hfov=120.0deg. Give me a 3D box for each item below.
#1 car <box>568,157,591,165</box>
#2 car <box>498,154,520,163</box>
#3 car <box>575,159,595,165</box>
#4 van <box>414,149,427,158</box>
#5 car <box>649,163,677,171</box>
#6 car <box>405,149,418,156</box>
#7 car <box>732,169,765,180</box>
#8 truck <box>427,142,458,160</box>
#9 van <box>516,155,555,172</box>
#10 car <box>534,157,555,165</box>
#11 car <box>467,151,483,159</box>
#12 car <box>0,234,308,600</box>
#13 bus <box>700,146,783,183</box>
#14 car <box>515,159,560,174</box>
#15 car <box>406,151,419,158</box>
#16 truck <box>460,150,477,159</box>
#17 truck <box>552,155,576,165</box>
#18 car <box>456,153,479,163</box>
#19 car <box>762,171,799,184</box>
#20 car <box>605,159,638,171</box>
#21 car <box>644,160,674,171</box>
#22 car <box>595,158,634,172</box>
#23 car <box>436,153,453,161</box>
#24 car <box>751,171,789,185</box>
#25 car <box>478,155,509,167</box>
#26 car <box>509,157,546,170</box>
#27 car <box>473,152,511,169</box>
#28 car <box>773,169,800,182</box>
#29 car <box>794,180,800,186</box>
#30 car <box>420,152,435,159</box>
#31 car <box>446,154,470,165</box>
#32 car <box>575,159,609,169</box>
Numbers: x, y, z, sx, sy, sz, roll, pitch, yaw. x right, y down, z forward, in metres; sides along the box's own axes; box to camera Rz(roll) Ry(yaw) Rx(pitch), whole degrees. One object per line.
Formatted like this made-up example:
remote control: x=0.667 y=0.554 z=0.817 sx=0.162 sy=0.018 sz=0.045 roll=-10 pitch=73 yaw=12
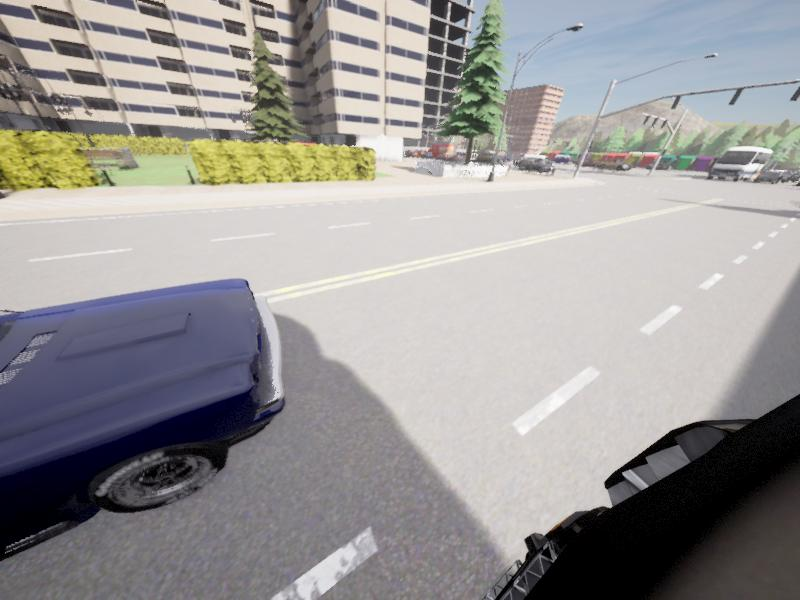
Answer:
car: x=51.286 y=-39.814 z=66.064 sx=1.932 sy=1.855 sz=4.605 roll=-16 pitch=38 yaw=-26
car: x=28.611 y=-37.273 z=60.867 sx=2.242 sy=1.667 sz=4.611 roll=-16 pitch=38 yaw=-26
car: x=53.817 y=-40.319 z=67.396 sx=1.784 sy=1.438 sz=3.905 roll=-16 pitch=38 yaw=-26
van: x=6.117 y=-43.974 z=69.251 sx=1.775 sy=1.987 sz=4.442 roll=-16 pitch=38 yaw=-26
car: x=62.540 y=-31.666 z=54.981 sx=1.970 sy=1.475 sz=3.806 roll=-16 pitch=38 yaw=-26
car: x=3.910 y=-49.563 z=77.564 sx=3.866 sy=1.878 sz=1.905 roll=-16 pitch=38 yaw=-26
car: x=59.614 y=-21.490 z=39.502 sx=5.008 sy=1.535 sz=1.882 roll=-15 pitch=37 yaw=-25
truck: x=11.175 y=-39.812 z=61.639 sx=2.891 sy=3.827 sz=8.468 roll=-16 pitch=38 yaw=-26
van: x=21.177 y=-21.507 z=36.262 sx=2.069 sy=2.038 sz=4.480 roll=-16 pitch=38 yaw=-26
car: x=36.689 y=-35.415 z=58.773 sx=1.970 sy=1.475 sz=3.806 roll=-16 pitch=38 yaw=-26
car: x=23.575 y=-45.591 z=72.793 sx=1.932 sy=1.855 sz=4.605 roll=-16 pitch=38 yaw=-26
car: x=-3.285 y=0.836 z=1.298 sx=4.718 sy=1.301 sz=1.895 roll=-16 pitch=38 yaw=-26
bus: x=50.966 y=-20.232 z=34.501 sx=10.273 sy=4.253 sz=3.944 roll=-15 pitch=37 yaw=-25
car: x=19.487 y=-19.096 z=32.966 sx=2.128 sy=1.511 sz=4.902 roll=-16 pitch=38 yaw=-26
car: x=3.706 y=-42.245 z=66.996 sx=1.970 sy=1.475 sz=3.806 roll=-16 pitch=38 yaw=-26
truck: x=21.107 y=-44.924 z=71.430 sx=2.069 sy=2.038 sz=4.478 roll=-16 pitch=38 yaw=-26
truck: x=44.202 y=-37.845 z=62.392 sx=2.069 sy=2.038 sz=4.478 roll=-16 pitch=38 yaw=-26
car: x=16.063 y=-34.023 z=55.247 sx=2.152 sy=1.651 sz=5.027 roll=-16 pitch=38 yaw=-26
car: x=59.759 y=-19.297 z=36.274 sx=4.902 sy=1.511 sz=2.128 roll=-15 pitch=37 yaw=-25
car: x=43.063 y=-26.319 z=45.021 sx=1.905 sy=1.878 sz=3.866 roll=-16 pitch=38 yaw=-26
car: x=60.037 y=-31.159 z=53.596 sx=1.905 sy=1.878 sz=3.866 roll=-16 pitch=38 yaw=-26
car: x=40.529 y=-25.637 z=43.798 sx=1.932 sy=1.855 sz=4.605 roll=-16 pitch=38 yaw=-26
car: x=10.861 y=-35.208 z=56.858 sx=1.970 sy=1.475 sz=3.806 roll=-16 pitch=38 yaw=-26
car: x=52.680 y=-17.436 z=32.890 sx=4.892 sy=1.490 sz=1.837 roll=-15 pitch=37 yaw=-25
car: x=17.021 y=-25.431 z=42.242 sx=2.242 sy=1.667 sz=4.611 roll=-16 pitch=38 yaw=-26
car: x=22.291 y=-24.063 z=40.579 sx=1.930 sy=1.638 sz=5.238 roll=-16 pitch=38 yaw=-26
car: x=15.317 y=-23.431 z=38.743 sx=2.150 sy=2.045 sz=5.566 roll=-16 pitch=38 yaw=-26
car: x=66.621 y=-21.259 z=39.435 sx=4.553 sy=1.767 sz=2.097 roll=-15 pitch=37 yaw=-25
car: x=56.181 y=-16.220 z=31.182 sx=4.856 sy=1.649 sz=2.033 roll=-15 pitch=37 yaw=-25
car: x=7.275 y=-38.734 z=61.938 sx=1.970 sy=1.475 sz=3.806 roll=-16 pitch=38 yaw=-26
car: x=11.170 y=-27.245 z=44.768 sx=1.812 sy=1.442 sz=4.674 roll=-16 pitch=38 yaw=-26
car: x=42.194 y=-29.975 z=50.920 sx=2.033 sy=1.415 sz=5.357 roll=-16 pitch=38 yaw=-26
